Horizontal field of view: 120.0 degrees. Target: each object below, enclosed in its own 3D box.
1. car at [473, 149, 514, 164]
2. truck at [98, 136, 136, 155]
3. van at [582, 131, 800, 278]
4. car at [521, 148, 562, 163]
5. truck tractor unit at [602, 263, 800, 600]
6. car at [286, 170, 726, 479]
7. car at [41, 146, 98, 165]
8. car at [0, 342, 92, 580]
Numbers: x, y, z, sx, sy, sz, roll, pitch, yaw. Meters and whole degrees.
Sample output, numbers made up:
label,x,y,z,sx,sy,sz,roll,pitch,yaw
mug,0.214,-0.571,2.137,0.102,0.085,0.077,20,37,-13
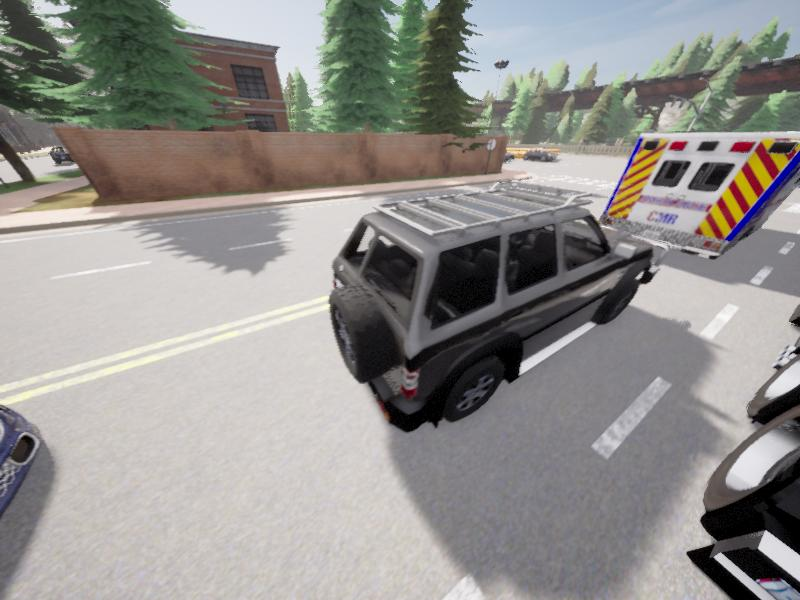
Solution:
label,x,y,z,sx,sy,sz,roll,pitch,yaw
car,11.391,-17.768,28.483,1.994,1.385,4.181,-18,39,-24
truck,-46.137,-25.412,37.885,2.627,2.467,5.204,-24,42,-31
van,8.374,-2.927,6.178,6.366,2.431,2.351,-18,39,-24
car,18.317,-18.914,30.104,1.970,1.475,3.806,-18,39,-24
truck tractor unit,5.110,-0.300,0.788,6.516,4.208,3.053,-18,39,-24
car,1.387,-0.430,3.000,4.605,1.855,1.932,-18,39,-25
car,-34.308,-15.188,24.166,1.816,1.474,4.193,-18,39,-25
car,-4.590,1.548,0.170,4.553,1.767,2.097,-18,39,-24
